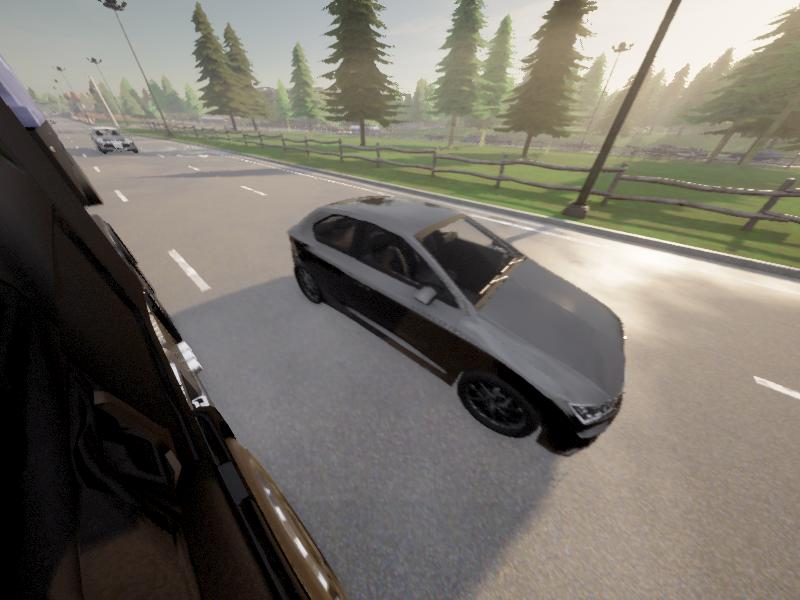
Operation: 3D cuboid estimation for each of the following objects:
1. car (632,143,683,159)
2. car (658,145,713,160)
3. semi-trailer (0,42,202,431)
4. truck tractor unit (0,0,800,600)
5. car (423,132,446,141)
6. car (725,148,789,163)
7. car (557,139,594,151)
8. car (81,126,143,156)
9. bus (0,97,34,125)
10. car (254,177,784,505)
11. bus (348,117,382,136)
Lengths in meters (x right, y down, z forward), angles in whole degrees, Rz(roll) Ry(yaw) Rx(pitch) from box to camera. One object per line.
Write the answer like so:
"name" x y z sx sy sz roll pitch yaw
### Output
"car" 38.326 -22.353 34.591 4.856 1.649 2.033 28 44 30
"car" 43.165 -22.470 35.121 4.974 1.542 2.038 28 44 30
"semi-trailer" -8.706 -3.582 4.244 14.254 4.402 2.717 28 44 30
"truck tractor unit" -2.645 -0.295 0.352 6.516 4.208 3.053 28 44 30
"car" 8.554 -40.948 57.781 5.238 1.638 1.930 28 44 30
"car" 54.131 -22.103 35.271 5.008 1.535 1.882 28 44 30
"car" 33.966 -30.150 44.791 5.238 1.638 1.930 28 44 30
"car" -20.488 -11.341 16.430 3.806 1.475 1.970 28 44 30
"bus" -82.049 -39.703 48.522 10.273 4.253 3.944 29 44 29
"car" 0.320 -0.328 2.880 4.193 1.474 1.816 28 44 30
"bus" -10.501 -52.072 69.399 10.273 4.253 3.944 28 44 30
